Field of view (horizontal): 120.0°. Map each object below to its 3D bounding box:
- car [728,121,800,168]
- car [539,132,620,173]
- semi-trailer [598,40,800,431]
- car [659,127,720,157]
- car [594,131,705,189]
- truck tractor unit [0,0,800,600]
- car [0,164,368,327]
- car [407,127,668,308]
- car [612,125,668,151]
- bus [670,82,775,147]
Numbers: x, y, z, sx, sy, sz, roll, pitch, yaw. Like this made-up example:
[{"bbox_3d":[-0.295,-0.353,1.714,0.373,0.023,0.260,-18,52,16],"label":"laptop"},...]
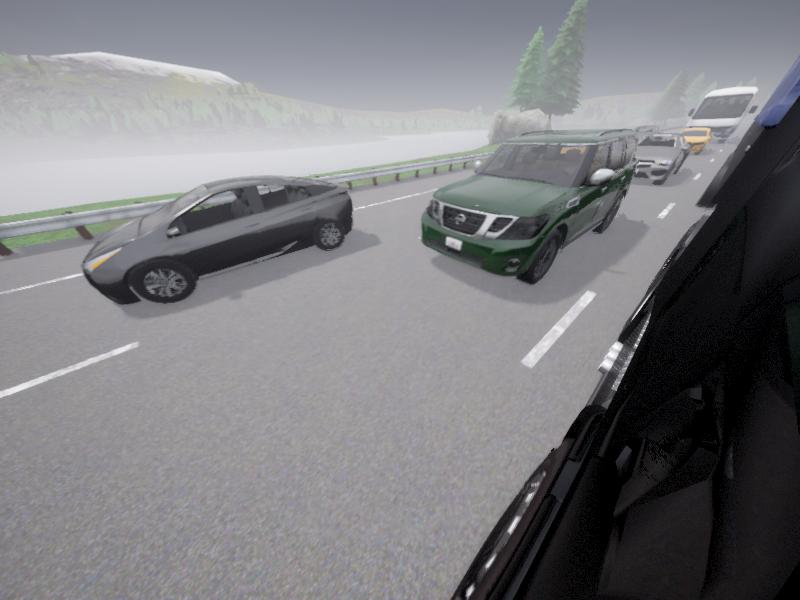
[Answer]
[{"bbox_3d":[20.293,-8.548,12.552,4.553,1.767,2.097,-28,43,-30],"label":"car"},{"bbox_3d":[10.687,-8.853,13.681,5.366,1.575,1.801,-28,43,-30],"label":"car"},{"bbox_3d":[8.717,-3.562,4.253,14.254,4.402,2.717,-28,44,-30],"label":"semi-trailer"},{"bbox_3d":[21.213,-11.640,16.889,5.008,1.535,1.882,-27,43,-30],"label":"car"},{"bbox_3d":[11.180,-6.413,10.325,5.027,1.651,2.152,-28,43,-30],"label":"car"},{"bbox_3d":[2.645,-0.295,0.351,6.516,4.208,3.053,-28,44,-30],"label":"truck tractor unit"},{"bbox_3d":[-3.174,-1.560,4.664,4.514,1.525,2.007,-28,43,-30],"label":"car"},{"bbox_3d":[2.962,-2.274,4.849,5.566,2.045,2.150,-27,43,-30],"label":"car"},{"bbox_3d":[21.637,-14.635,20.790,4.611,1.667,2.242,-28,44,-30],"label":"car"},{"bbox_3d":[32.340,-18.502,23.227,10.273,4.253,3.944,-29,44,-29],"label":"bus"}]
